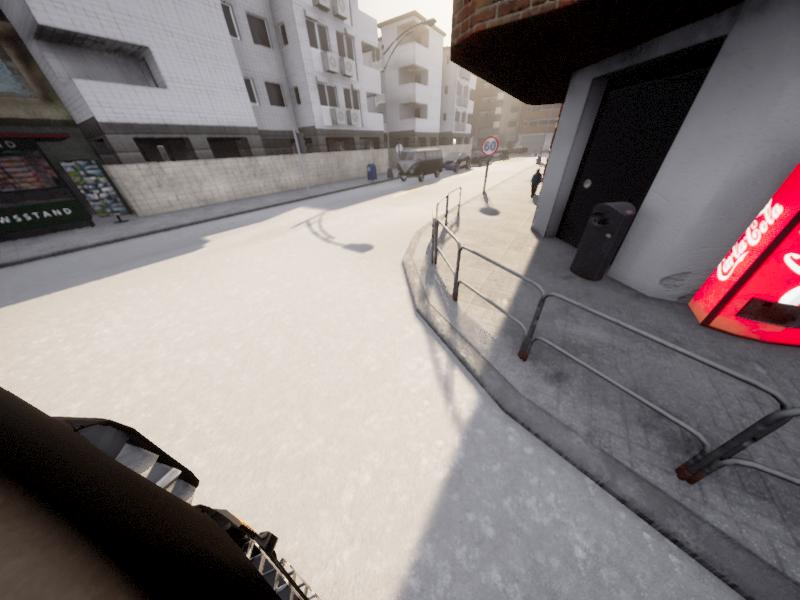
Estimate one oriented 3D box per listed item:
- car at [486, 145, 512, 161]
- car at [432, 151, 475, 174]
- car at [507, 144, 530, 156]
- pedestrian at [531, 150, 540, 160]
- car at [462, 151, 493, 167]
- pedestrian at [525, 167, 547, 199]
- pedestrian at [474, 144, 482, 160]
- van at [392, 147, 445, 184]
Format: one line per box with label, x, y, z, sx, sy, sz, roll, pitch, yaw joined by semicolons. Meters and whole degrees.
car;14.157;-20.977;32.930;2.033;1.649;4.856;18;39;29
car;5.100;-12.910;21.612;2.163;1.488;4.792;18;39;28
car;21.425;-27.116;41.698;1.882;1.535;5.008;24;42;34
pedestrian;16.971;-18.156;28.913;0.500;1.100;0.500;-2;34;2
car;8.883;-16.183;26.416;1.895;1.301;4.718;18;39;28
pedestrian;5.594;-4.825;9.522;0.500;1.100;0.500;13;37;23
pedestrian;10.969;-20.821;32.489;0.751;1.860;0.751;8;35;15
van;1.465;-9.904;16.907;1.775;1.987;4.442;18;39;28
